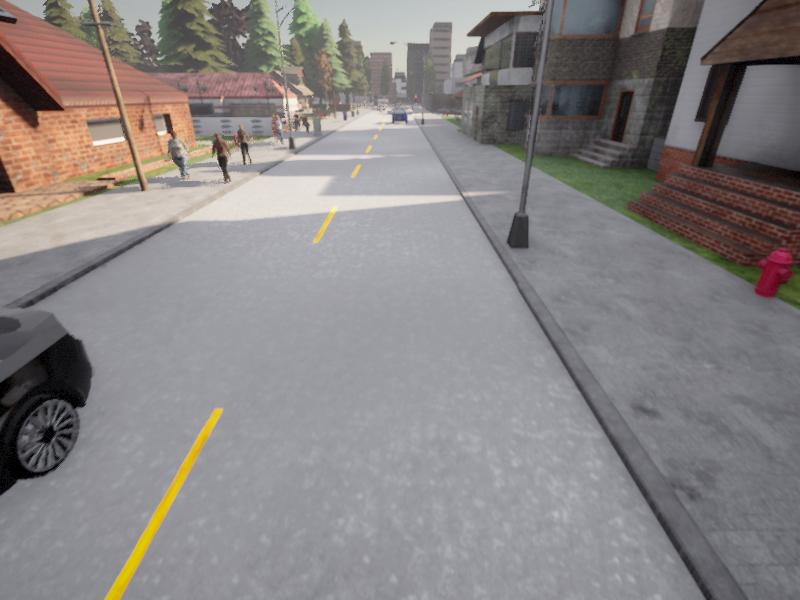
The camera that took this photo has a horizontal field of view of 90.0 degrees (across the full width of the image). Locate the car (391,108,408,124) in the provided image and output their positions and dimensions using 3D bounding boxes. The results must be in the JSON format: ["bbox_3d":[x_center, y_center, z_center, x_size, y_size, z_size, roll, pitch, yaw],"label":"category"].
[{"bbox_3d":[-0.036,-22.316,48.511,1.882,1.535,5.008,0,27,0],"label":"car"}]

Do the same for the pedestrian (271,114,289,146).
[{"bbox_3d":[-7.677,-10.901,25.633,0.751,1.860,0.751,-2,27,-3],"label":"pedestrian"}]

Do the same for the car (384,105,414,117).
[{"bbox_3d":[-0.183,-32.666,69.192,4.611,1.667,2.242,-18,32,-30],"label":"car"}]

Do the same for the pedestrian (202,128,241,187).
[{"bbox_3d":[-6.340,-5.078,14.263,0.751,1.860,0.751,-2,27,-5],"label":"pedestrian"}]

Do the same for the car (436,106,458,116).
[{"bbox_3d":[8.203,-33.414,70.579,3.633,1.501,1.845,0,27,0],"label":"car"}]

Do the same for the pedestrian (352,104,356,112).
[{"bbox_3d":[-8.871,-37.016,77.214,0.751,1.300,0.751,-3,27,-5],"label":"pedestrian"}]

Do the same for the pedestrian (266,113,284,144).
[{"bbox_3d":[-8.379,-11.549,26.899,0.751,1.860,0.751,-1,27,-2],"label":"pedestrian"}]

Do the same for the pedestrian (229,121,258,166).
[{"bbox_3d":[-7.141,-7.133,18.277,0.751,1.860,0.751,-1,27,-2],"label":"pedestrian"}]

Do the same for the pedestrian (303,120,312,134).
[{"bbox_3d":[-7.670,-14.366,33.227,0.500,1.100,0.500,2,27,5],"label":"pedestrian"}]

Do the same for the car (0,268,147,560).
[{"bbox_3d":[-4.002,1.483,2.114,2.128,1.511,4.902,0,27,0],"label":"car"}]

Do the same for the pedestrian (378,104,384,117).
[{"bbox_3d":[-2.931,-28.987,61.133,0.751,1.860,0.751,5,28,10],"label":"pedestrian"}]

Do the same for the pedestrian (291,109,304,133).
[{"bbox_3d":[-8.920,-15.609,34.825,0.751,1.860,0.751,1,27,2],"label":"pedestrian"}]

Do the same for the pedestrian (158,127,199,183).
[{"bbox_3d":[-8.196,-5.396,14.892,0.751,1.860,0.751,-3,27,-6],"label":"pedestrian"}]
